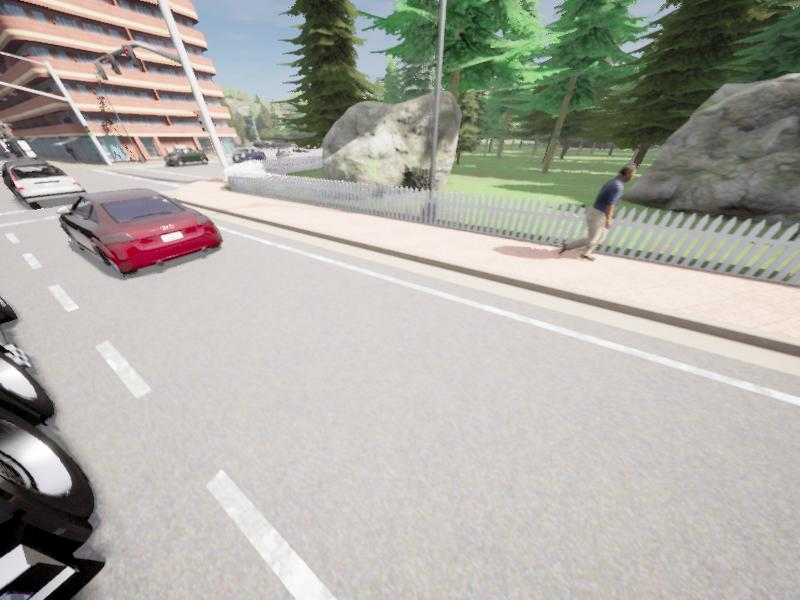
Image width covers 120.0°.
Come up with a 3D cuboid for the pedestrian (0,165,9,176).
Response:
[{"bbox_3d":[-31.899,-10.643,17.835,0.751,1.860,0.751,12,37,17],"label":"pedestrian"}]

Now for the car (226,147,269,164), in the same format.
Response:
[{"bbox_3d":[-17.565,-16.771,26.795,1.970,1.475,3.806,6,35,9],"label":"car"}]

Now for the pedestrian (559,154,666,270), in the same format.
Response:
[{"bbox_3d":[3.810,-1.634,4.366,0.751,1.860,0.751,19,39,25],"label":"pedestrian"}]

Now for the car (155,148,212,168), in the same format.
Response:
[{"bbox_3d":[-22.257,-14.830,23.992,1.789,1.549,3.705,11,36,15],"label":"car"}]

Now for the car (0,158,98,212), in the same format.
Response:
[{"bbox_3d":[-15.867,-5.212,10.192,3.988,1.617,1.851,19,39,25],"label":"car"}]

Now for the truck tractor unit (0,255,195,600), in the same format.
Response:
[{"bbox_3d":[-5.094,-0.317,0.801,6.516,4.208,3.053,19,39,25],"label":"truck tractor unit"}]

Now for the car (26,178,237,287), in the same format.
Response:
[{"bbox_3d":[-6.412,-1.910,5.594,4.181,1.385,1.994,19,39,25],"label":"car"}]
